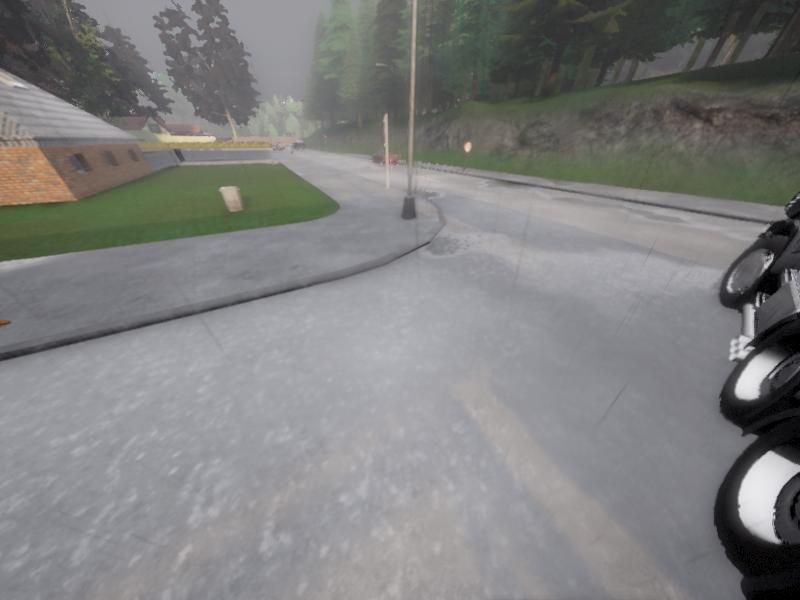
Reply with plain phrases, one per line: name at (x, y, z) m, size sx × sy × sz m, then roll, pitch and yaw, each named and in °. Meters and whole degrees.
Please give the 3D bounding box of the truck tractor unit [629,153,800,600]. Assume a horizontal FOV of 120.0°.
truck tractor unit at (4.910, -0.462, 1.024) m, size 6.516 × 4.208 × 3.053 m, roll -26°, pitch 42°, yaw -32°

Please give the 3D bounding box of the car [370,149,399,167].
car at (-1.762, -15.753, 25.472) m, size 1.845 × 1.501 × 3.633 m, roll -17°, pitch 38°, yaw -23°

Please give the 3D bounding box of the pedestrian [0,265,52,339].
pedestrian at (-5.639, -0.353, 2.653) m, size 0.751 × 1.860 × 0.751 m, roll 0°, pitch 35°, yaw -1°

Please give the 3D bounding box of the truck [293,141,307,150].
truck at (-28.377, -43.845, 65.426) m, size 2.390 × 2.098 × 6.274 m, roll -17°, pitch 38°, yaw -23°
